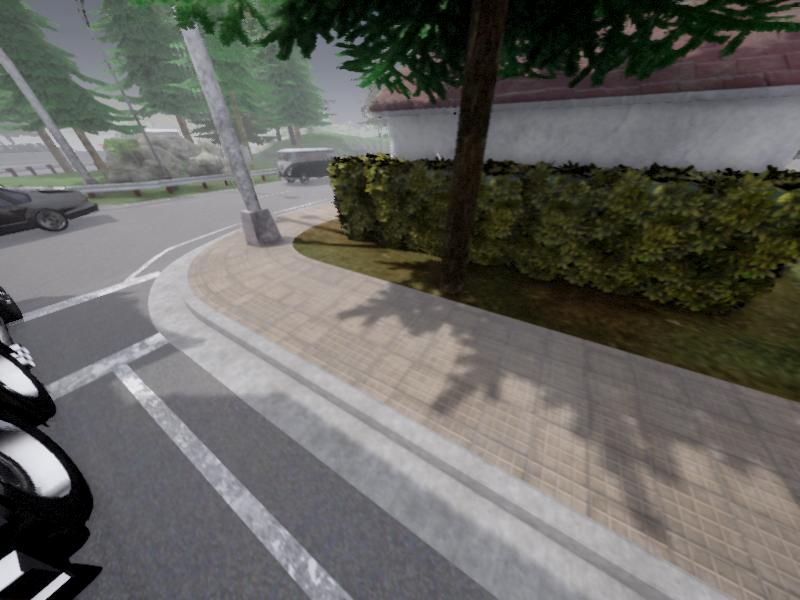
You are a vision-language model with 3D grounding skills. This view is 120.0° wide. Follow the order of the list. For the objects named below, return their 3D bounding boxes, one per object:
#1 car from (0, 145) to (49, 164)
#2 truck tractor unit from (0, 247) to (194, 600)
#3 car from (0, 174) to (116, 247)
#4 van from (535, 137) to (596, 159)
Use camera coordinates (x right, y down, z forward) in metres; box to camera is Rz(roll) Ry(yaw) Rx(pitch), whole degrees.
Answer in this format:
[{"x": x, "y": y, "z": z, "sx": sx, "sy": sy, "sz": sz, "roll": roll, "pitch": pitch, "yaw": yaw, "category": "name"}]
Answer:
[{"x": -54.095, "y": -20.235, "z": 31.982, "sx": 2.150, "sy": 2.045, "sz": 5.566, "roll": 18, "pitch": 39, "yaw": 25, "category": "car"}, {"x": -5.087, "y": -0.322, "z": 0.826, "sx": 6.516, "sy": 4.208, "sz": 3.053, "roll": 19, "pitch": 40, "yaw": 26, "category": "truck tractor unit"}, {"x": -11.915, "y": -2.116, "z": 6.034, "sx": 2.033, "sy": 1.411, "sz": 5.357, "roll": 7, "pitch": 36, "yaw": 11, "category": "car"}, {"x": 23.120, "y": -21.611, "z": 32.784, "sx": 6.366, "sy": 2.431, "sz": 2.351, "roll": 13, "pitch": 37, "yaw": 18, "category": "van"}]
